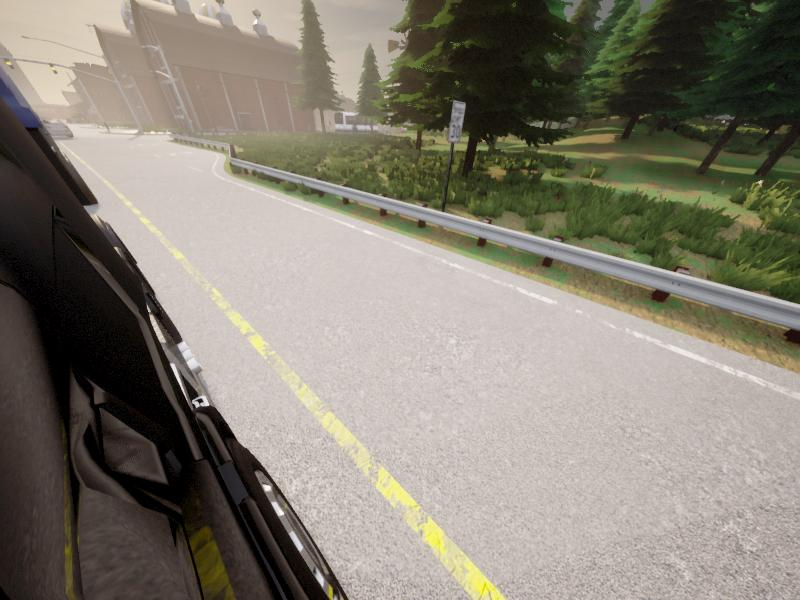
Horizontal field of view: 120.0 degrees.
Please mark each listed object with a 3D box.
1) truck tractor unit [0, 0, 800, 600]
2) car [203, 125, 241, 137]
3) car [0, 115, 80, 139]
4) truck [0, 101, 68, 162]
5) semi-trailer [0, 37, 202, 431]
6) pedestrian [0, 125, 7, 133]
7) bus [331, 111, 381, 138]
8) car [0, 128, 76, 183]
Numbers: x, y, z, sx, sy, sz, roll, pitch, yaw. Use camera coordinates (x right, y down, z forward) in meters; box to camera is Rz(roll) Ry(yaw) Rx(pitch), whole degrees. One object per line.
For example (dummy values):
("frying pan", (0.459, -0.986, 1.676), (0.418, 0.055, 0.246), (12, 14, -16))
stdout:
("truck tractor unit", (-2.645, -0.295, 0.351), (6.516, 4.208, 3.053), (28, 44, 30))
("car", (-27.766, -26.424, 36.145), (1.994, 1.385, 4.181), (27, 43, 29))
("car", (-36.536, -17.511, 23.403), (4.611, 1.667, 2.242), (6, 37, 5))
("truck", (-21.927, -9.531, 12.950), (5.204, 2.467, 2.627), (27, 43, 28))
("semi-trailer", (-8.747, -3.572, 4.180), (14.254, 4.402, 2.717), (28, 43, 29))
("pedestrian", (-44.207, -19.213, 24.988), (0.751, 1.860, 0.751), (20, 40, 21))
("bus", (-9.144, -37.414, 49.593), (3.944, 4.253, 10.273), (27, 43, 29))
("car", (-16.062, -6.226, 9.718), (4.902, 1.511, 2.128), (27, 43, 29))
